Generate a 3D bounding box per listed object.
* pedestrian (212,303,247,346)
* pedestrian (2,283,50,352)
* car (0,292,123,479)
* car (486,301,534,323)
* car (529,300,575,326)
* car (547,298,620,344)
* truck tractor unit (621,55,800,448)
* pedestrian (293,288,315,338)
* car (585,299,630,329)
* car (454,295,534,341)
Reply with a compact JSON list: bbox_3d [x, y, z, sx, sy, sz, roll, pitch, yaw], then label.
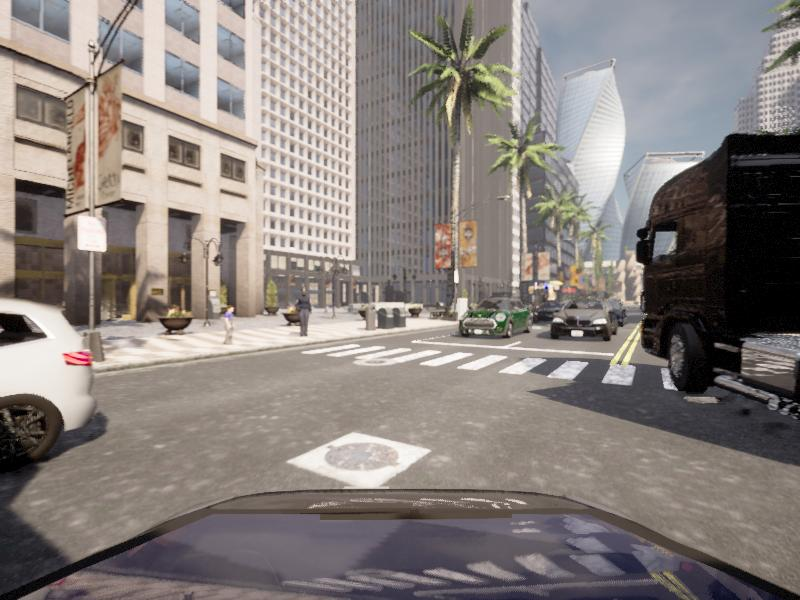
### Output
[{"bbox_3d":[-5.411,0.756,12.697,0.751,1.300,0.751,0,0,6],"label":"pedestrian"},{"bbox_3d":[-10.559,0.474,11.310,0.751,1.860,0.751,0,0,22],"label":"pedestrian"},{"bbox_3d":[-5.221,0.754,3.041,2.242,1.667,4.611,0,0,33],"label":"car"},{"bbox_3d":[8.384,0.842,30.134,2.163,1.488,4.792,0,0,32],"label":"car"},{"bbox_3d":[10.638,0.812,27.739,2.038,1.542,4.974,0,1,33],"label":"car"},{"bbox_3d":[7.947,0.751,17.072,2.242,1.667,4.611,0,0,33],"label":"car"},{"bbox_3d":[5.868,-0.524,4.925,3.053,4.208,6.516,0,0,4],"label":"truck tractor unit"},{"bbox_3d":[-3.685,0.475,15.338,0.751,1.860,0.751,0,0,-18],"label":"pedestrian"},{"bbox_3d":[13.004,0.771,24.948,2.033,1.649,4.856,0,0,33],"label":"car"},{"bbox_3d":[4.365,0.687,17.968,2.097,1.767,4.553,0,0,33],"label":"car"}]
